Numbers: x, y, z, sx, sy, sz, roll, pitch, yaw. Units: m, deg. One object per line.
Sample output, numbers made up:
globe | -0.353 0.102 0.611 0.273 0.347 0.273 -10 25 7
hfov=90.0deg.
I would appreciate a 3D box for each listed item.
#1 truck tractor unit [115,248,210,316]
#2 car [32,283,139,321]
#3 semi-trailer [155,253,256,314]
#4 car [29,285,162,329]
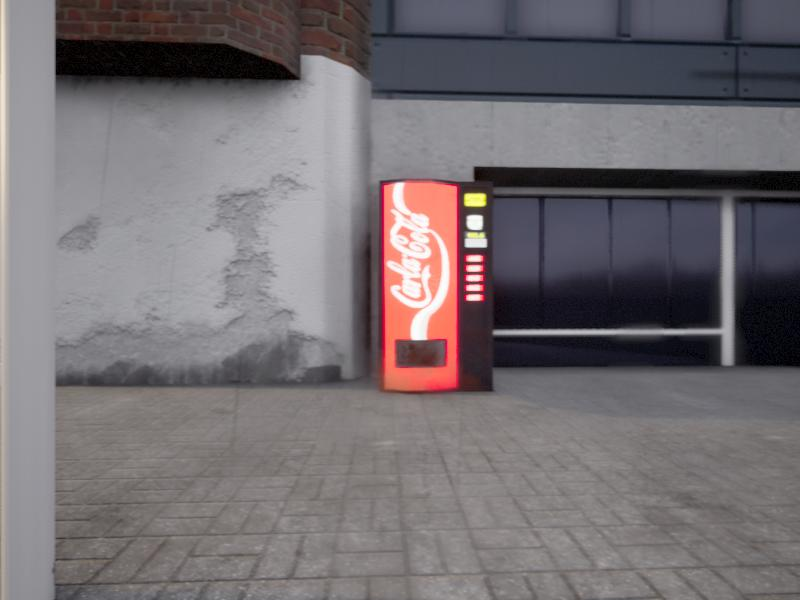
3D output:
truck tractor unit | -16.391 -1.116 28.273 3.053 4.208 6.516 0 0 -2
car | -16.093 0.092 20.868 2.097 1.767 4.553 0 0 -2
semi-trailer | -16.700 -1.218 36.180 2.717 4.402 14.254 0 0 -2
car | -11.816 0.243 16.074 1.837 1.490 4.892 0 0 -3
